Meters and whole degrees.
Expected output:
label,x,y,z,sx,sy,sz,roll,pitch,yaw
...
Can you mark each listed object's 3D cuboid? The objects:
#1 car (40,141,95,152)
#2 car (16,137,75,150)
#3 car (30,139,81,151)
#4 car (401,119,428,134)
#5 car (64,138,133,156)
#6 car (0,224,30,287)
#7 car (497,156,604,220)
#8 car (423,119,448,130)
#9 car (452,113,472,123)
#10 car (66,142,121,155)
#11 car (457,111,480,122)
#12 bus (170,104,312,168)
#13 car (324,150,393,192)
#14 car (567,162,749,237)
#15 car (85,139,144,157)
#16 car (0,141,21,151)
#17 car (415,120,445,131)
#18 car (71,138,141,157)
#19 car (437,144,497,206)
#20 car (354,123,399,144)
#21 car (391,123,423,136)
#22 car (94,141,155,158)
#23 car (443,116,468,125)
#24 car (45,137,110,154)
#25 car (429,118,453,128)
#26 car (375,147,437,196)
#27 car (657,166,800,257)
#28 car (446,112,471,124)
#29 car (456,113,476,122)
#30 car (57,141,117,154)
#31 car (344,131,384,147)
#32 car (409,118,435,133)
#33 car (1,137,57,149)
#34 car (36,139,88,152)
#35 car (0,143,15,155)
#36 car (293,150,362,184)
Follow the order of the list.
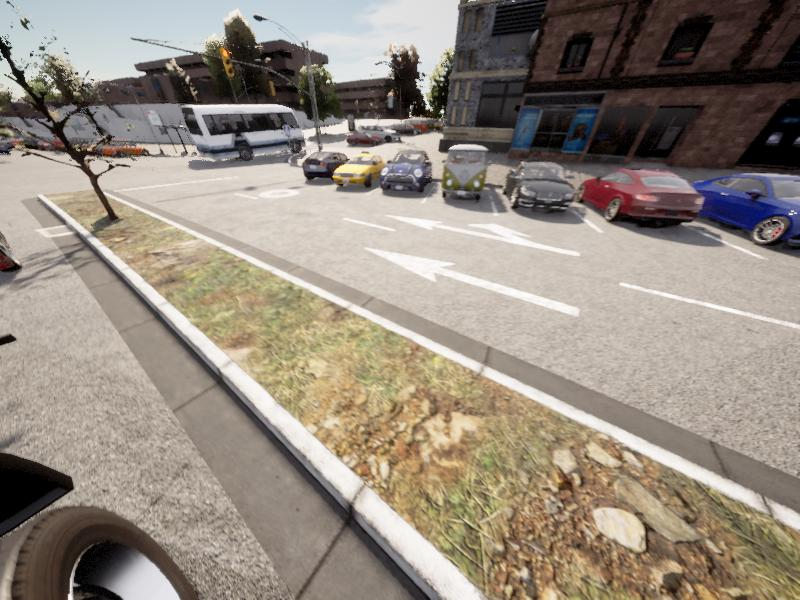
label,x,y,z,sx,sy,sz,roll,pitch,yaw
car,-57.871,-26.870,40.368,2.231,1.521,4.892,5,35,6
car,-68.467,-30.389,44.834,2.435,2.045,5.566,5,35,7
car,-63.177,-28.607,42.558,2.185,1.767,4.553,5,35,7
car,2.512,-29.778,39.629,4.442,1.987,1.878,6,42,7
car,-44.636,-22.928,34.502,2.435,2.045,5.566,5,35,7
car,-9.384,-1.159,4.277,4.181,1.385,1.994,21,40,27
car,5.496,-4.790,9.385,2.231,1.521,4.892,9,35,11
car,6.964,-34.826,45.791,4.674,1.452,2.002,6,42,6
car,15.459,-45.519,57.745,4.553,1.767,2.185,5,41,5
car,-47.292,-23.509,35.796,2.002,1.452,4.674,5,35,7
car,18.215,-48.991,61.754,5.566,2.045,2.435,6,37,5
bus,-14.835,-16.882,23.231,3.944,4.253,10.273,25,46,26
car,-2.045,-7.660,13.366,1.946,1.575,5.366,9,35,10
car,7.964,-3.746,7.996,2.002,1.452,4.674,9,35,12
car,-39.365,-21.135,32.070,1.878,1.987,4.442,6,35,7
car,-71.306,-27.698,41.512,4.792,1.488,2.163,17,39,23
car,5.701,-33.090,43.745,5.366,1.575,1.946,6,41,6
car,-41.991,-22.053,33.294,2.435,2.045,5.566,6,35,6
car,2.981,-5.909,10.549,1.878,1.987,4.442,9,35,11
car,-3.117,-22.789,31.616,5.566,2.045,2.435,6,41,7
car,1.179,-27.852,37.775,4.892,1.521,2.231,6,41,7
car,-36.726,-20.243,31.014,2.185,1.767,4.553,5,35,7
car,12.848,-41.863,53.758,5.366,1.575,1.946,5,41,6
car,-52.578,-25.433,37.953,2.435,2.045,5.566,5,35,6
car,8.394,-36.585,47.799,4.674,1.452,2.002,5,41,6
car,0.517,-6.899,12.104,2.185,1.767,4.553,9,35,11
car,10.439,-2.732,6.583,2.002,1.452,4.674,10,36,12
car,14.049,-43.831,55.627,5.566,2.045,2.435,5,42,6
car,16.901,-47.242,59.769,4.553,1.767,2.185,5,39,5
car,-49.909,-24.486,37.076,1.946,1.575,5.366,5,35,6
car,-4.579,-20.819,29.809,4.674,1.452,2.002,6,41,6
car,3.956,-31.533,41.631,4.442,1.987,1.878,6,42,7
car,-79.050,-33.619,49.400,2.435,2.045,5.566,5,35,6
car,-60.514,-27.817,41.463,2.185,1.767,4.553,5,35,6
car,-60.176,-22.363,34.131,5.357,1.411,2.033,15,38,20
car,-4.383,-8.777,14.996,2.163,1.488,4.792,8,35,11
